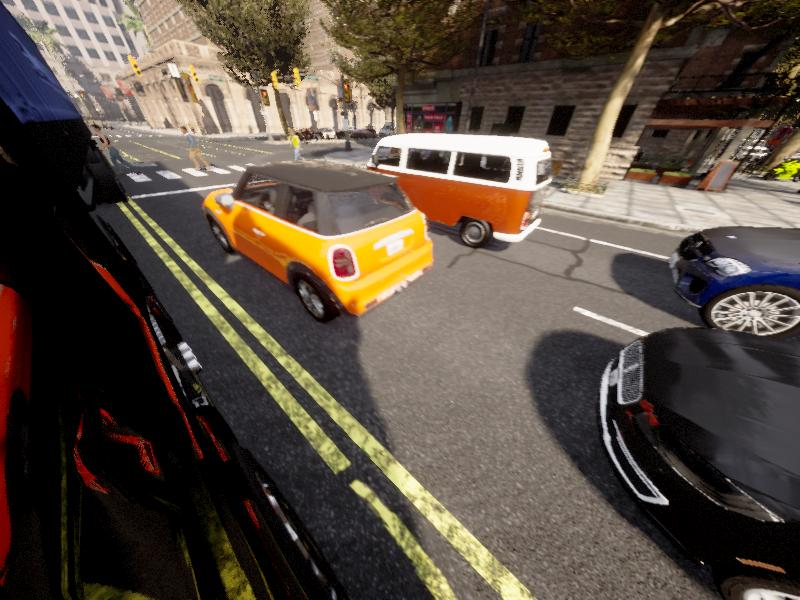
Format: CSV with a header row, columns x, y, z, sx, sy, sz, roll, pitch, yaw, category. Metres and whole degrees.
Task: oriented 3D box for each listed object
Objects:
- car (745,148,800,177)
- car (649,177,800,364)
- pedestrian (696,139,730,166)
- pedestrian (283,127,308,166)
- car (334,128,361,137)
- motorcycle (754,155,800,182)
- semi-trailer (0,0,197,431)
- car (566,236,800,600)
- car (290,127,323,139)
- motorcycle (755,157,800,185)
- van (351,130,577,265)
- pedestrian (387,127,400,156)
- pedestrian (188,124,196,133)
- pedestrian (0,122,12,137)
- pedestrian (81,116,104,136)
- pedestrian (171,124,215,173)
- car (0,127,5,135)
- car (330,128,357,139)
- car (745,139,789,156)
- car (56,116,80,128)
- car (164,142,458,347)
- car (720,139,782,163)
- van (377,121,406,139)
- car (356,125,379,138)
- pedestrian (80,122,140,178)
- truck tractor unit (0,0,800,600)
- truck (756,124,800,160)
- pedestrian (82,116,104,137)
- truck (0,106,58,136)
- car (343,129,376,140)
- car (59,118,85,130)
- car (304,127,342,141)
x,y,z,sx,sy,sz,roll,pitch,yaw,category
31.143,-11.249,18.744,2.231,1.521,4.892,28,44,30,car
6.501,0.108,2.430,5.027,1.651,2.152,28,44,30,car
26.089,-12.330,19.324,0.751,1.860,0.751,25,43,27,pedestrian
-6.226,-9.211,13.859,0.751,1.860,0.751,32,46,33,pedestrian
-9.971,-31.981,44.199,1.895,1.301,4.718,28,44,30,car
23.284,-7.873,13.835,1.805,1.236,0.856,7,37,7,motorcycle
-8.428,-3.767,4.489,14.254,4.402,2.717,31,46,33,semi-trailer
3.729,1.450,0.632,4.892,1.490,1.837,28,44,30,car
-14.389,-25.890,35.899,1.994,1.385,4.181,28,44,30,car
22.536,-7.404,13.249,2.033,1.145,0.803,7,47,7,motorcycle
1.172,-2.872,5.754,4.480,2.038,2.069,28,44,30,van
-0.503,-12.427,18.127,0.751,1.860,0.751,-13,40,-19,pedestrian
-32.283,-26.587,35.875,0.500,1.100,0.500,28,44,30,pedestrian
-40.008,-17.262,22.825,0.751,1.860,0.751,32,46,33,pedestrian
-36.339,-20.510,27.287,0.751,1.860,0.751,23,42,25,pedestrian
-9.790,-7.161,10.982,0.751,1.860,0.751,29,45,31,pedestrian
-45.298,-18.874,25.034,4.892,1.490,1.837,28,44,30,car
-9.824,-29.052,40.292,1.994,1.385,4.181,29,45,31,car
61.227,-25.662,38.732,2.150,2.045,5.566,28,44,30,car
-62.153,-33.410,43.256,5.238,1.638,1.930,29,44,30,car
-1.687,-1.526,4.042,4.553,1.767,2.097,28,44,30,car
40.907,-17.634,27.160,2.435,2.045,5.566,28,44,30,car
-1.484,-32.022,43.647,1.988,2.561,5.915,28,44,30,van
-6.127,-31.831,43.705,1.905,1.878,3.866,28,44,30,car
-12.032,-6.229,9.643,0.751,1.860,0.751,30,45,31,pedestrian
-2.645,-0.295,0.351,6.516,4.208,3.053,28,44,30,truck tractor unit
55.242,-22.148,32.335,2.891,3.827,8.468,28,44,30,truck
-35.477,-20.059,26.735,0.751,1.860,0.751,31,46,32,pedestrian
-42.742,-20.675,26.731,5.204,2.467,2.627,28,44,30,truck
-6.762,-27.912,38.918,2.033,1.411,5.357,28,44,30,car
-52.410,-28.143,36.925,4.193,1.474,1.816,28,44,30,car
-11.359,-24.783,34.453,2.038,1.542,4.974,28,44,30,car
